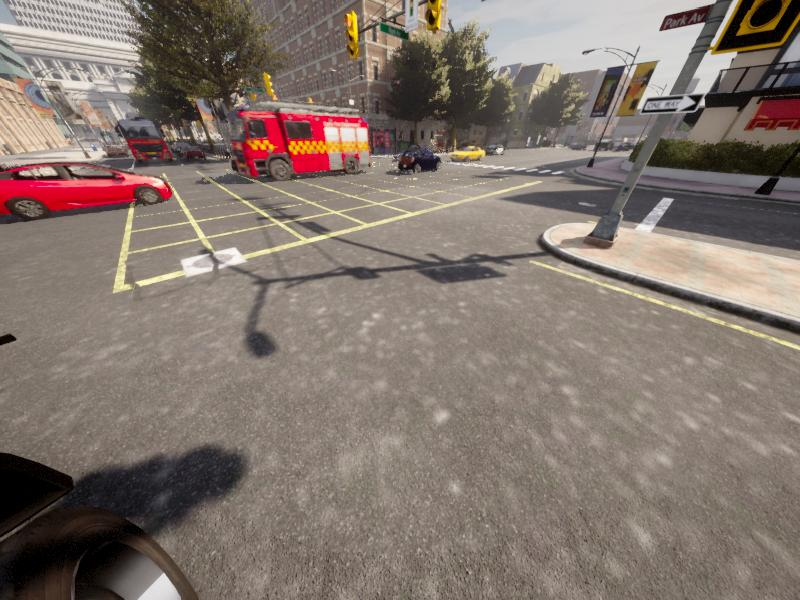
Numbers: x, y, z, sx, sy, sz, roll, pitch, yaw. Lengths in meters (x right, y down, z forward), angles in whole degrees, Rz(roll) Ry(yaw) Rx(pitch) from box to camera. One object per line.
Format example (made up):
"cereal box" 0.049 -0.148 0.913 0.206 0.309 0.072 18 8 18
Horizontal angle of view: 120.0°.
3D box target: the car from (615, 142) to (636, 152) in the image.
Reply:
"car" 47.670 -32.430 48.899 4.856 1.649 2.033 -28 44 -34

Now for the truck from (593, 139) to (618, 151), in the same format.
"truck" 45.157 -34.031 50.758 6.274 2.098 2.390 -28 44 -34

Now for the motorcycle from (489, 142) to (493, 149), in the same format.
"motorcycle" 22.554 -38.273 57.107 0.764 1.277 2.356 2 34 20

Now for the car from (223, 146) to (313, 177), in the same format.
"car" -9.615 -10.428 17.235 5.238 1.638 1.930 -28 44 -34

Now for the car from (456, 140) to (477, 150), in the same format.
"car" 14.892 -34.839 51.871 1.905 1.878 3.866 -26 43 -32

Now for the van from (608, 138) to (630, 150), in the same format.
"van" 55.503 -39.624 58.488 6.366 2.431 2.351 -28 44 -34

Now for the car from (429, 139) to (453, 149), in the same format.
"car" 9.939 -38.124 56.367 2.150 2.045 5.566 -28 44 -34

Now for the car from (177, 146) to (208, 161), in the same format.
"car" -24.264 -17.156 26.987 1.895 1.301 4.718 -28 44 -34

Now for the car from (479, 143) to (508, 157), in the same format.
"car" 14.463 -23.177 35.615 2.038 1.542 4.974 29 44 34

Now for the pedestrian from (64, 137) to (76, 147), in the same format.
"pedestrian" -72.598 -34.731 50.804 0.751 1.860 0.751 -29 44 -34

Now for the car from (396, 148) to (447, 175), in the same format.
"car" 1.682 -10.857 18.026 3.633 1.501 1.845 -28 44 -34

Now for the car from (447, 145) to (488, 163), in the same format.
"car" 7.810 -16.797 26.464 5.366 1.575 1.801 -29 45 -35

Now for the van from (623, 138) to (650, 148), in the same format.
"van" 70.810 -47.102 69.221 6.366 2.431 2.351 -12 37 -17

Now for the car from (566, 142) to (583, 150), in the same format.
"car" 43.240 -38.234 57.285 4.674 1.442 1.812 -28 44 -34

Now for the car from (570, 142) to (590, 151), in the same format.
"car" 39.142 -33.354 50.274 4.892 1.490 1.837 -28 44 -34

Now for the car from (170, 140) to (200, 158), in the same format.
"car" -28.926 -20.319 31.013 2.097 1.767 4.553 -28 44 -34

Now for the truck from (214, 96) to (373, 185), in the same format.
"truck" -6.175 -10.396 15.319 8.468 3.827 2.891 -28 44 -34

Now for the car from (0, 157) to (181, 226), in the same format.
"car" -11.438 -4.149 8.404 2.007 1.525 4.514 28 44 33

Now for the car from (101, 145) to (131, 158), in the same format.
"car" -36.836 -19.373 30.035 1.895 1.301 4.718 -28 44 -34

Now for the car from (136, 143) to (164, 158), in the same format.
"car" -32.422 -19.416 29.981 1.970 1.475 3.806 -28 44 -34

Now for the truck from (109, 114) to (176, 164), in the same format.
"truck" -27.249 -17.094 24.681 2.891 3.827 8.468 -28 44 -34

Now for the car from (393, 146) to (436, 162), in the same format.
"car" 1.711 -17.243 27.169 4.674 1.442 1.812 -16 38 -21

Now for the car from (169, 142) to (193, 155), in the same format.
"car" -32.921 -22.724 34.677 1.970 1.475 3.806 -27 44 -33

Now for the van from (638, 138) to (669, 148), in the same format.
"van" 73.375 -45.463 66.912 6.366 2.431 2.351 -8 36 -12
